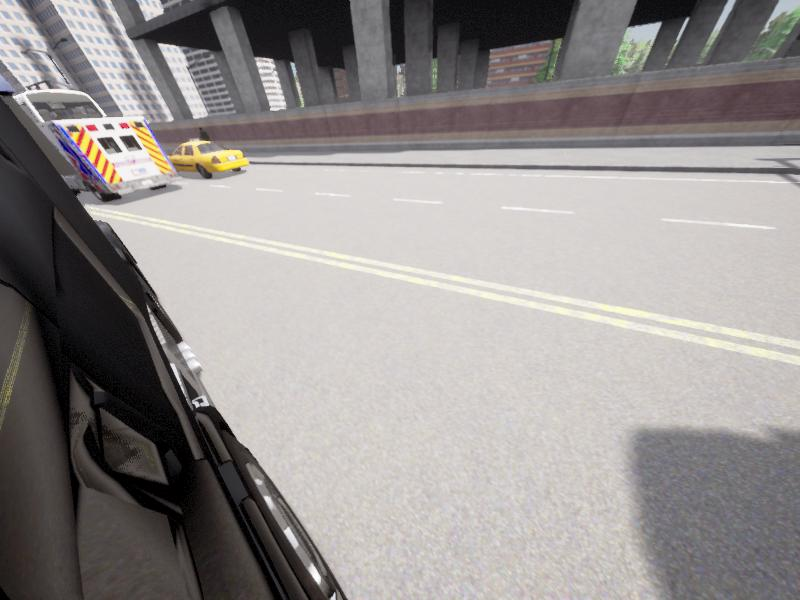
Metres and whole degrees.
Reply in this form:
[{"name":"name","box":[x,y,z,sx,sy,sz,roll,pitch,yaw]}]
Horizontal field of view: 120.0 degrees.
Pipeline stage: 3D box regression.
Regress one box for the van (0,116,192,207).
[{"name":"van","box":[-12.243,-5.654,9.370,6.366,2.431,2.351,14,43,21]}]

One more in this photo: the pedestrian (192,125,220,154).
[{"name":"pedestrian","box":[-16.091,-13.331,19.219,0.751,1.860,0.751,15,43,22]}]

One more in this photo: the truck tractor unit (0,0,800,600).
[{"name":"truck tractor unit","box":[-2.645,-0.295,0.351,6.516,4.208,3.053,28,43,30]}]

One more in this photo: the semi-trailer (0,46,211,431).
[{"name":"semi-trailer","box":[-9.296,-2.814,3.983,14.254,4.402,2.717,19,45,27]}]

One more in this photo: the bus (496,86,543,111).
[{"name":"bus","box":[31.970,-54.309,62.360,10.273,4.253,3.944,14,43,22]}]

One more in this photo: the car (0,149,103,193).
[{"name":"car","box":[-19.085,-7.016,12.430,4.902,1.511,2.128,14,43,21]}]

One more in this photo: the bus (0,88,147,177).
[{"name":"bus","box":[-24.792,-11.853,16.704,10.273,4.253,3.944,14,43,21]}]

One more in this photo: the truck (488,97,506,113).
[{"name":"truck","box":[21.393,-43.095,51.012,2.615,2.467,5.204,14,43,21]}]

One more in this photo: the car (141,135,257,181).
[{"name":"car","box":[-10.249,-7.298,11.825,5.366,1.575,1.801,14,43,21]}]

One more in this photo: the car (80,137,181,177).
[{"name":"car","box":[-16.649,-8.931,14.376,4.611,1.667,2.242,14,43,21]}]

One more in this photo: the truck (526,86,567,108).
[{"name":"truck","box":[39.230,-54.689,62.424,8.468,3.827,2.891,14,43,22]}]

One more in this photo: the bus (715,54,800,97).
[{"name":"bus","box":[57.461,-35.513,36.948,3.944,4.253,10.273,14,43,21]}]

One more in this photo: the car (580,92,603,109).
[{"name":"car","box":[30.918,-32.299,37.391,1.905,1.878,3.866,14,43,21]}]

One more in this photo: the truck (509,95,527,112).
[{"name":"truck","box":[25.283,-42.116,49.434,2.615,2.467,5.204,14,43,21]}]
